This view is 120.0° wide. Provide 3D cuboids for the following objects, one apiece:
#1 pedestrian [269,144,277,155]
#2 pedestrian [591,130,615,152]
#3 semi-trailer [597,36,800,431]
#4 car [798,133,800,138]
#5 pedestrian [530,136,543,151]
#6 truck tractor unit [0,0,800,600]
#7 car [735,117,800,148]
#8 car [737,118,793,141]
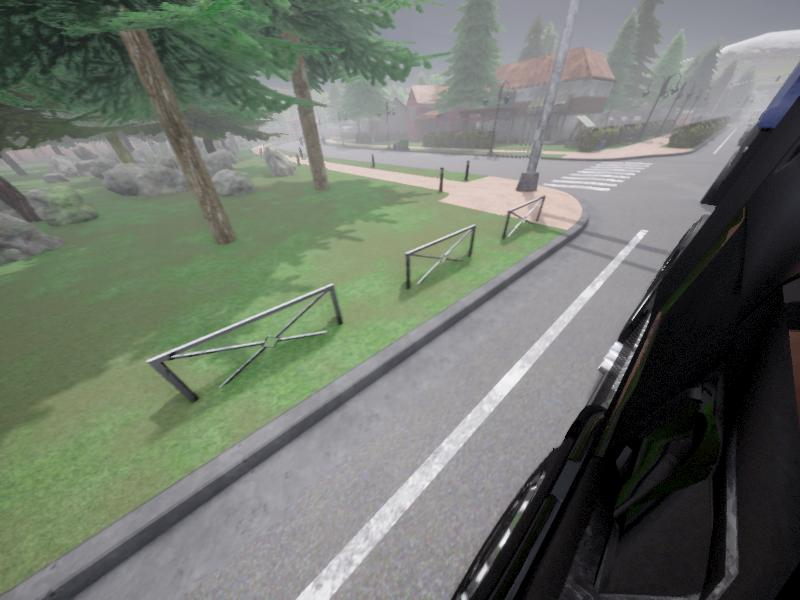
[{"bbox_3d":[-15.830,-18.782,28.823,0.500,1.100,0.500,-27,43,-29],"label":"pedestrian"},{"bbox_3d":[15.415,-12.118,17.592,0.751,1.300,0.751,6,38,11],"label":"pedestrian"},{"bbox_3d":[8.729,-3.585,4.196,14.254,4.402,2.717,-28,43,-29],"label":"semi-trailer"},{"bbox_3d":[37.891,-15.426,20.509,3.988,1.617,1.851,-28,44,-30],"label":"car"},{"bbox_3d":[12.132,-13.948,20.559,0.500,1.100,0.500,-27,43,-29],"label":"pedestrian"},{"bbox_3d":[2.645,-0.295,0.351,6.516,4.208,3.053,-28,44,-30],"label":"truck tractor unit"},{"bbox_3d":[28.073,-12.909,17.752,4.856,1.649,2.033,-28,44,-30],"label":"car"},{"bbox_3d":[33.275,-15.655,21.189,4.902,1.511,2.128,-28,44,-30],"label":"car"}]
